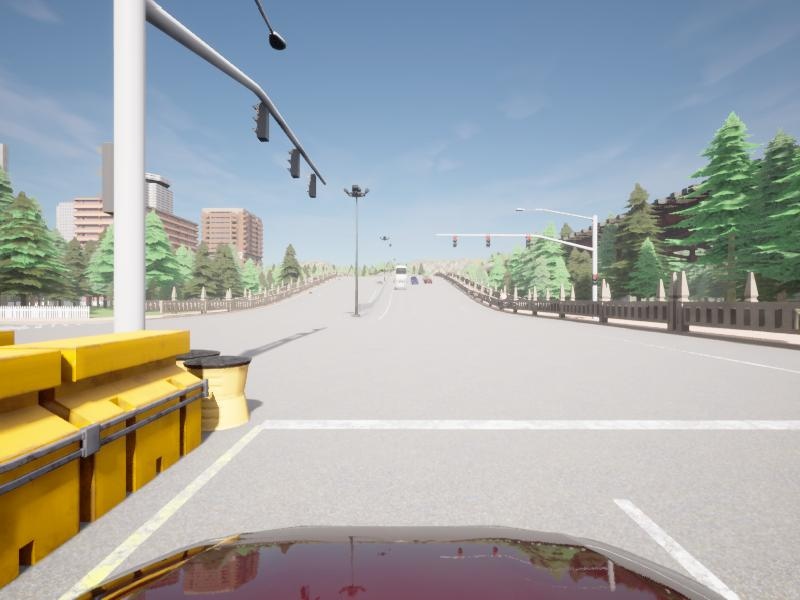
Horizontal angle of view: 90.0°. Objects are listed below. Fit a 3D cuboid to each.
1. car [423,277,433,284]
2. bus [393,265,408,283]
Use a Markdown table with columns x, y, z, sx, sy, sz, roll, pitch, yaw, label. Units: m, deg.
| x | y | z | sx | sy | sz | roll | pitch | yaw | label |
| --- | --- | --- | --- | --- | --- | --- | --- | --- | --- |
| 7.303 | -5.237 | 105.446 | 2.163 | 1.488 | 4.792 | 0 | 7 | 0 | car |
| 0.207 | -7.189 | 109.822 | 3.944 | 4.253 | 10.273 | 0 | 7 | 0 | bus |
